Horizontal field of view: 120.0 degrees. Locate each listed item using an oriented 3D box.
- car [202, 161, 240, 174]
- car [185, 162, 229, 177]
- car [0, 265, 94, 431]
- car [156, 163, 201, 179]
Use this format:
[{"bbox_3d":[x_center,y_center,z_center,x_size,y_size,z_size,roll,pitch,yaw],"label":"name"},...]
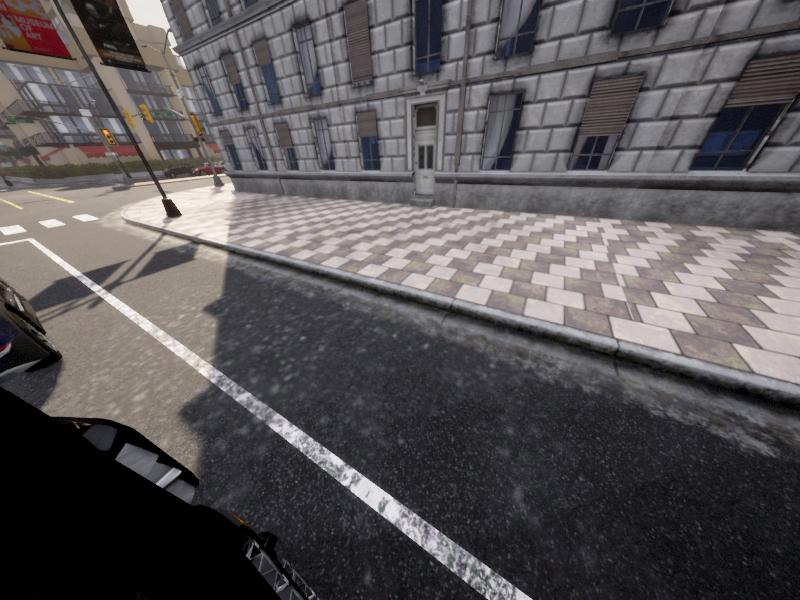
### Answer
[{"bbox_3d":[-27.189,-20.249,35.206,1.970,1.475,3.806,16,38,26],"label":"car"},{"bbox_3d":[-25.913,-17.650,31.194,1.970,1.475,3.806,16,38,26],"label":"car"},{"bbox_3d":[-6.308,0.211,2.645,4.856,1.649,2.033,16,38,26],"label":"car"},{"bbox_3d":[-29.909,-17.583,31.332,1.789,1.549,3.705,16,38,26],"label":"car"}]
